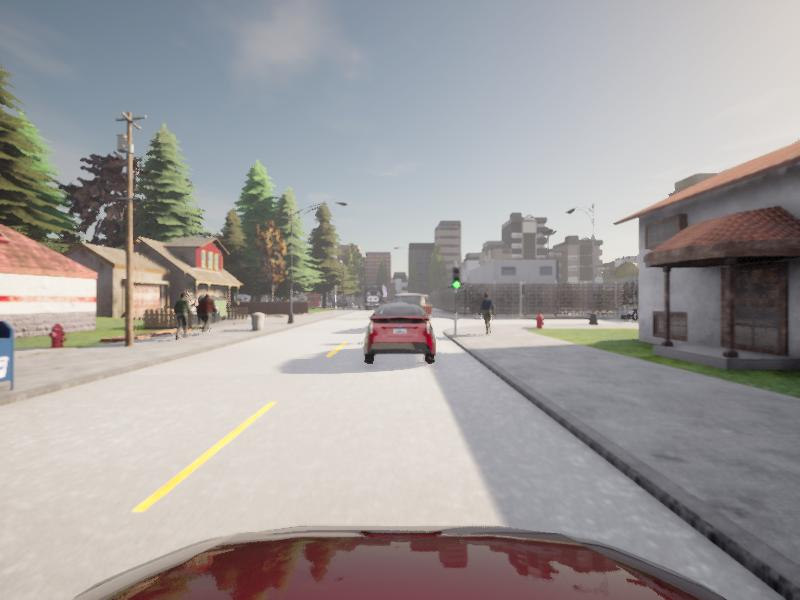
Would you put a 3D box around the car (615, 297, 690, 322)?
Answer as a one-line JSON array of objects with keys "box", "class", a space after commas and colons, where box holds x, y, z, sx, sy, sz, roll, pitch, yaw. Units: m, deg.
[{"box": [19.454, 0.686, 30.991, 4.605, 1.855, 1.932, 0, 0, 2], "class": "car"}]

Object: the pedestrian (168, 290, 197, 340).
[{"box": [-8.188, 0.549, 15.088, 0.751, 1.860, 0.751, 0, 0, -9], "class": "pedestrian"}]

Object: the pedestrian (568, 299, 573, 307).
[{"box": [39.503, 0.631, 92.667, 0.751, 1.860, 0.751, 0, 0, -6], "class": "pedestrian"}]

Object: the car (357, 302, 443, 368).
[{"box": [-0.003, 0.841, 11.650, 2.007, 1.525, 4.514, 0, 0, 0], "class": "car"}]

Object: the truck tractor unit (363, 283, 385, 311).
[{"box": [-4.001, -0.455, 62.498, 3.053, 4.208, 6.516, 0, 0, 0], "class": "truck tractor unit"}]

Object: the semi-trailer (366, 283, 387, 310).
[{"box": [-3.913, -0.544, 70.412, 2.717, 4.402, 14.254, 0, 0, 1], "class": "semi-trailer"}]

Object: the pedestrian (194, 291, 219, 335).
[{"box": [-8.370, 0.551, 17.302, 0.751, 1.860, 0.751, 0, 0, -3], "class": "pedestrian"}]

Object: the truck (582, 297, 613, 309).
[{"box": [35.006, 0.581, 70.819, 4.478, 2.038, 2.069, 0, 0, 0], "class": "truck"}]

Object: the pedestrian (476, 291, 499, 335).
[{"box": [3.754, 0.552, 17.236, 0.751, 1.860, 0.751, 0, 0, -5], "class": "pedestrian"}]

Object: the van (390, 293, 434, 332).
[{"box": [0.805, 0.623, 22.788, 1.775, 1.987, 4.442, 0, 0, 11], "class": "van"}]
